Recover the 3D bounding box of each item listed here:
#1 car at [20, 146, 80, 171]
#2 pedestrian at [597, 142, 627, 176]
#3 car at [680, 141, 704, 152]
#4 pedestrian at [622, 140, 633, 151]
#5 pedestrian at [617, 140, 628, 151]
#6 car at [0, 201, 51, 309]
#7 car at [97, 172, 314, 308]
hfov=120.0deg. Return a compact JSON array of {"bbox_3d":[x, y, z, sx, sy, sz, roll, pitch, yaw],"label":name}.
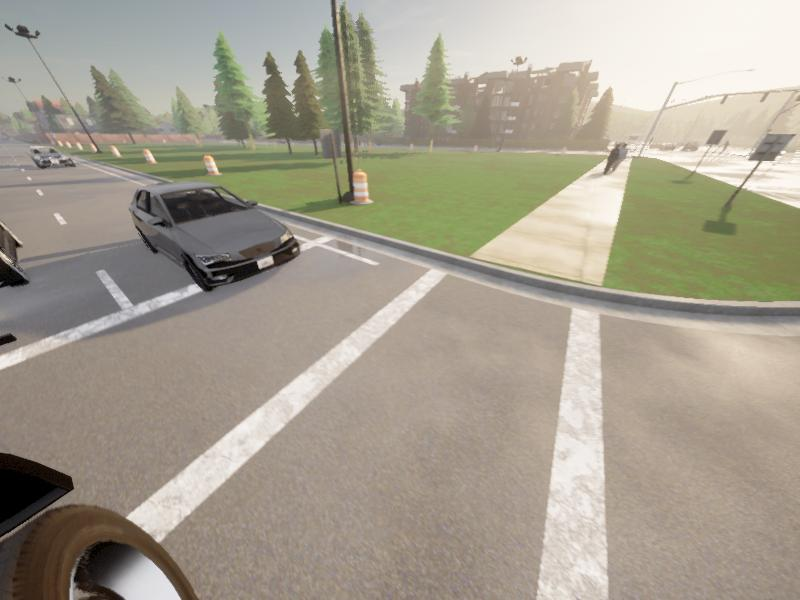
[{"bbox_3d":[-28.401,-11.551,18.747,3.806,1.475,1.970,22,41,28],"label":"car"},{"bbox_3d":[14.018,-9.297,15.285,0.751,1.860,0.751,26,43,32],"label":"pedestrian"},{"bbox_3d":[64.200,-33.860,50.836,1.905,1.878,3.866,22,41,28],"label":"car"},{"bbox_3d":[46.744,-31.846,47.515,0.751,1.860,0.751,11,37,14],"label":"pedestrian"},{"bbox_3d":[43.826,-30.411,45.470,0.751,1.860,0.751,-24,42,-31],"label":"pedestrian"},{"bbox_3d":[-8.613,-1.030,3.981,4.902,1.511,2.128,22,41,28],"label":"car"},{"bbox_3d":[-4.058,-1.596,4.853,4.193,1.474,1.816,22,41,28],"label":"car"}]
